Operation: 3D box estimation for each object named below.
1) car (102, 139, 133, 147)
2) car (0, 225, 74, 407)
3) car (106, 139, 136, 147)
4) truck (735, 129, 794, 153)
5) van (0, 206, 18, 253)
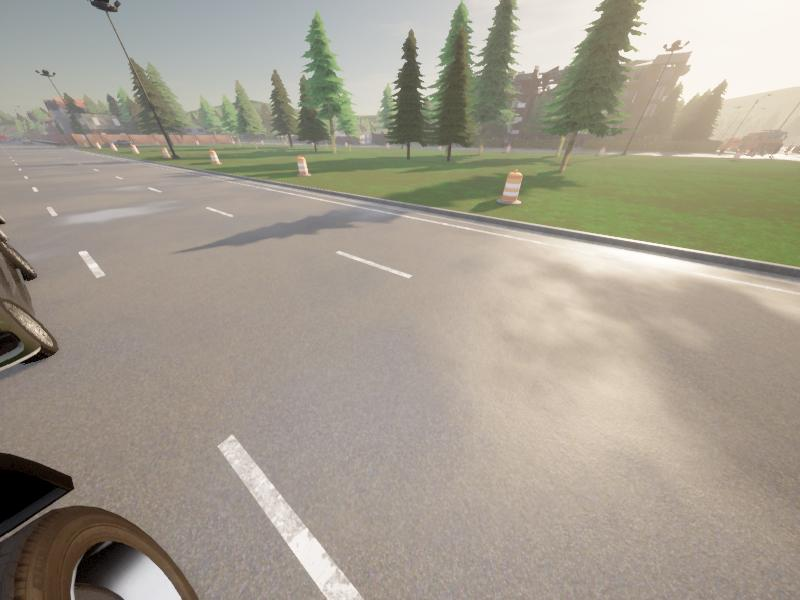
[{"bbox_3d":[-77.183,-43.011,63.126,2.242,1.667,4.611,13,37,18],"label":"car"},{"bbox_3d":[-6.488,-0.146,2.682,5.027,1.651,2.152,22,41,28],"label":"car"},{"bbox_3d":[-74.200,-41.772,61.458,2.007,1.525,4.514,12,37,17],"label":"car"},{"bbox_3d":[75.039,-32.966,47.952,2.891,3.827,8.468,22,40,28],"label":"truck"},{"bbox_3d":[-11.579,-2.364,5.469,4.442,1.987,1.775,22,41,28],"label":"van"}]
